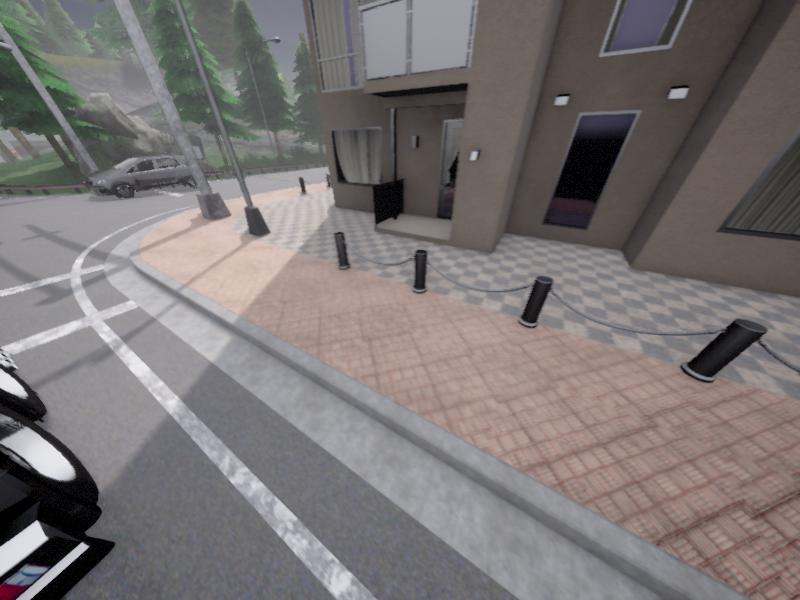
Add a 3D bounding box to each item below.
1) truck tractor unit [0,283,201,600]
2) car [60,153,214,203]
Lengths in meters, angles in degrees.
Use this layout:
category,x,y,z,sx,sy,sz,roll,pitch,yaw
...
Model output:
category,x,y,z,sx,sy,sz,roll,pitch,yaw
truck tractor unit,-5.150,-0.260,0.729,6.516,4.208,3.053,17,39,23
car,-13.160,-6.547,12.062,2.242,1.667,4.611,17,39,23
